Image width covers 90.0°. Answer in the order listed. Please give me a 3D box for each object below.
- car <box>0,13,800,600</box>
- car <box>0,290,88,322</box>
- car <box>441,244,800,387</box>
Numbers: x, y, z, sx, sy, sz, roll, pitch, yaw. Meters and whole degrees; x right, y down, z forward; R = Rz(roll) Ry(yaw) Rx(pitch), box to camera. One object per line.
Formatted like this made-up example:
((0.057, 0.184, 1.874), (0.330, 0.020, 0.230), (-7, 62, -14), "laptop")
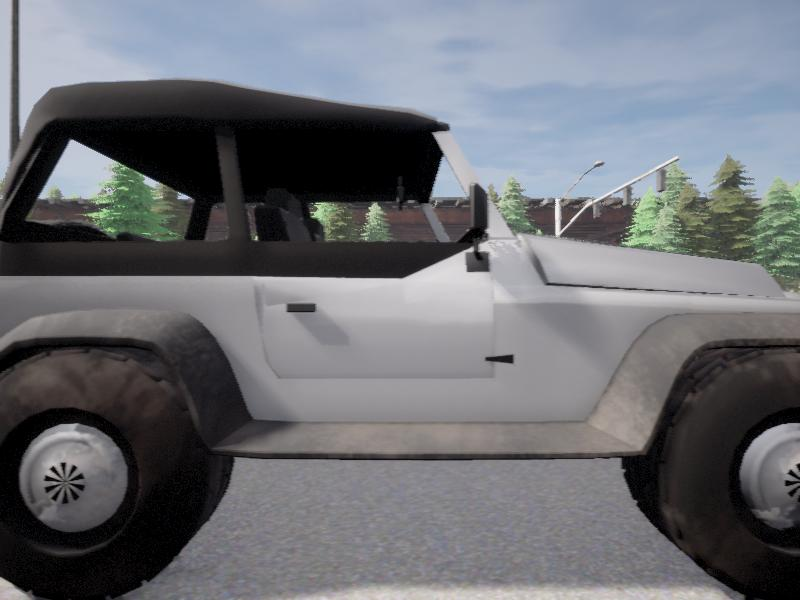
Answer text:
((-0.029, 0.047, 2.198), (3.866, 1.878, 1.905), (0, 0, 0), "car")
((-18.536, 0.256, 19.702), (4.892, 1.490, 1.837), (0, 0, 0), "car")
((3.203, 0.179, 5.700), (5.027, 1.651, 2.152), (0, 0, 0), "car")
